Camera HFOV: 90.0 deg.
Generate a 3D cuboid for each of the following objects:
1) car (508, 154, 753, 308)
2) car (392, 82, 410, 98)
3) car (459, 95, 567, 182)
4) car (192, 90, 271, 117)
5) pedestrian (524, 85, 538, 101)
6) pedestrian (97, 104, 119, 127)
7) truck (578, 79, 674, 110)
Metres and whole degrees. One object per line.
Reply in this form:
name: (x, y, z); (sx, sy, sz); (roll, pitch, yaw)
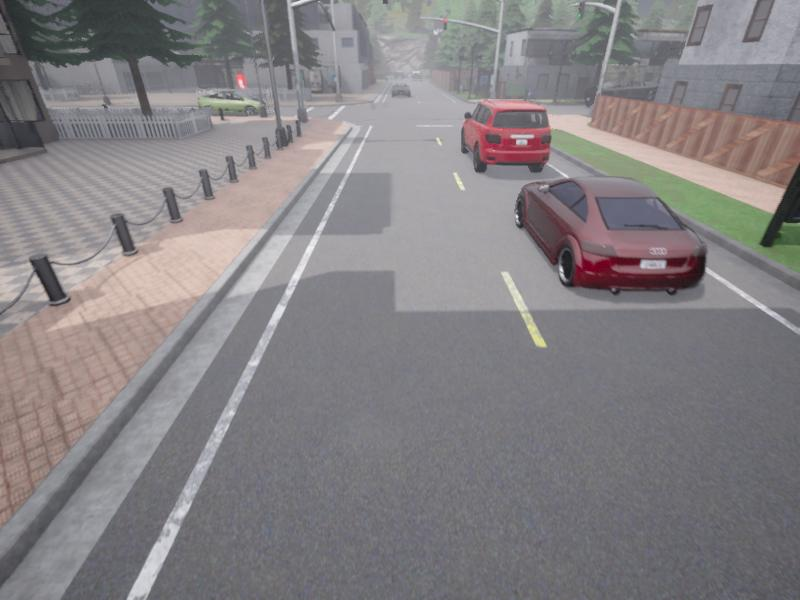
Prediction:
car: (3.530, -1.539, 7.278); (1.994, 1.385, 4.181); (0, 30, 0)
car: (0.134, -23.744, 45.227); (1.994, 1.385, 4.181); (0, 30, 0)
car: (3.548, -5.869, 14.009); (2.150, 2.045, 5.566); (0, 30, 0)
car: (-11.762, -13.842, 28.163); (4.514, 1.525, 2.007); (0, 30, -1)
pedestrian: (12.333, -19.524, 37.709); (0.751, 1.300, 0.751); (-11, 32, -19)
pedestrian: (-15.790, -9.980, 21.620); (0.500, 1.100, 0.500); (-4, 31, -6)
truck: (18.434, -16.912, 32.811); (6.274, 2.098, 2.390); (-4, 31, -7)
